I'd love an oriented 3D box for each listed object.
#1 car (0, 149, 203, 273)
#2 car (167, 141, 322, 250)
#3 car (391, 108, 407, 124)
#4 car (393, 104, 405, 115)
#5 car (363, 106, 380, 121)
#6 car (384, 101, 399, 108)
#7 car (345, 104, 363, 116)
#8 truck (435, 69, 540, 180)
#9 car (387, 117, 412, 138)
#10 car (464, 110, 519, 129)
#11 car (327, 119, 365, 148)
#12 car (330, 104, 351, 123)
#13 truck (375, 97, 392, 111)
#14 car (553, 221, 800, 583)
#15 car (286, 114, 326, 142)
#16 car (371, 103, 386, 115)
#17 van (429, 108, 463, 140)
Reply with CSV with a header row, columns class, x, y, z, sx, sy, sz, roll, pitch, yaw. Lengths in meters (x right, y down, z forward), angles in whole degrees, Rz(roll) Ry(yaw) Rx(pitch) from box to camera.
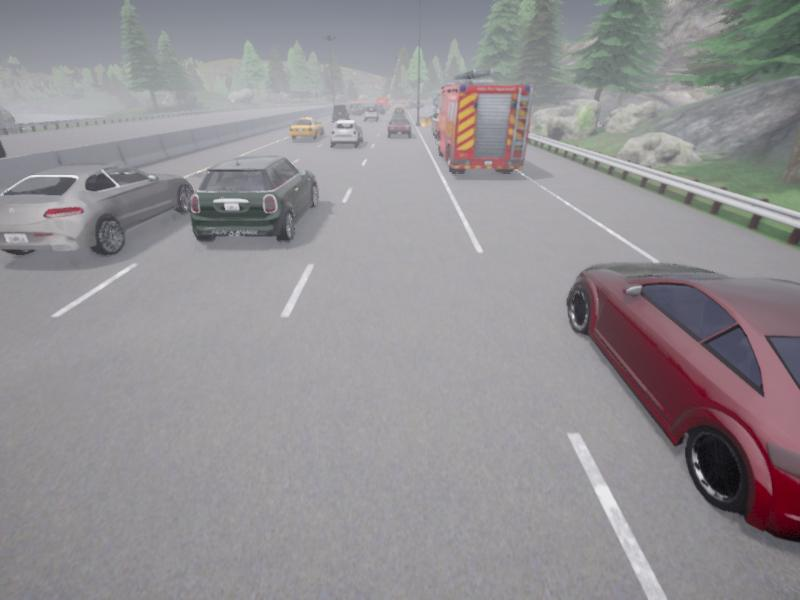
class,x,y,z,sx,sy,sz,roll,pitch,yaw
car,-7.017,-2.400,9.469,2.152,1.651,5.027,0,27,0
car,-3.517,-2.897,10.261,2.097,1.767,4.553,0,27,0
car,-0.096,-21.424,46.582,1.845,1.501,3.633,0,27,0
car,-0.171,-31.347,65.860,1.882,1.535,5.008,0,27,0
car,-3.614,-23.994,51.474,1.851,1.617,3.988,0,27,0
car,-2.042,-47.529,97.405,1.812,1.442,4.674,14,30,25
car,-7.161,-29.933,62.930,2.242,1.667,4.611,0,27,0
truck,3.483,-8.385,18.745,2.891,3.827,8.468,0,27,0
car,-0.047,-14.193,32.782,1.895,1.301,4.718,0,27,0
car,9.309,-18.516,40.971,4.974,1.542,2.038,-6,28,-12
car,-3.530,-11.212,26.773,1.970,1.475,3.806,0,27,0
car,-7.102,-22.563,48.362,1.905,1.878,3.866,0,27,0
truck,-3.372,-40.522,82.655,2.627,2.467,5.204,3,27,6
car,3.488,0.407,4.341,1.994,1.385,4.181,0,27,0
car,-7.040,-13.191,30.489,1.801,1.575,5.366,0,27,0
car,-3.684,-32.940,68.941,2.242,1.667,4.611,0,27,0
van,3.461,-13.739,31.100,2.069,2.038,4.480,0,27,0
